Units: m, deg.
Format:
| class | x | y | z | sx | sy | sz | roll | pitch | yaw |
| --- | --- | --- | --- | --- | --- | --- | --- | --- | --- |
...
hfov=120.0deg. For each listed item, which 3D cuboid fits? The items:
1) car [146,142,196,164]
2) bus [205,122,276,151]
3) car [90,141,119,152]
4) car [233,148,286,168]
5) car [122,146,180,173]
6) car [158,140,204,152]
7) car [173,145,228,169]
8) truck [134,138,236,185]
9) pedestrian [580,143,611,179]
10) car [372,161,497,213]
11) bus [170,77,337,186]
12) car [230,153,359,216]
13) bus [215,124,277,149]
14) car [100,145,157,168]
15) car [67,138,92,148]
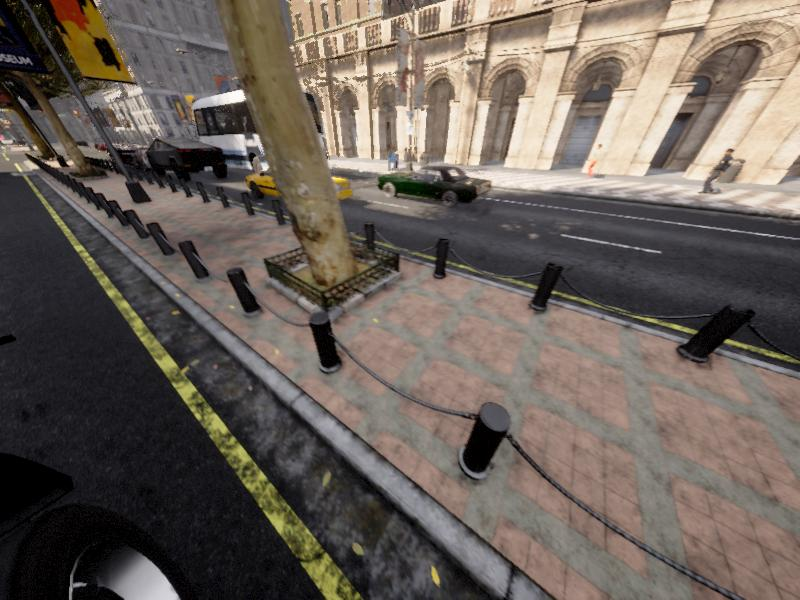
| class | x | y | z | sx | sy | sz | roll | pitch | yaw |
| --- | --- | --- | --- | --- | --- | --- | --- | --- | --- |
| car | -23.677 | -15.257 | 23.886 | 4.856 | 1.649 | 2.033 | 22 | 41 | 28 |
| bus | -31.483 | -32.763 | 46.351 | 3.944 | 4.253 | 10.273 | 22 | 41 | 28 |
| car | -49.040 | -25.482 | 38.358 | 4.181 | 1.385 | 1.994 | 22 | 41 | 28 |
| car | -12.846 | -12.996 | 21.065 | 4.718 | 1.301 | 1.895 | 22 | 41 | 28 |
| car | -19.369 | -10.999 | 17.978 | 3.633 | 1.501 | 1.845 | 22 | 41 | 28 |
| car | -37.614 | -26.591 | 39.855 | 1.801 | 1.575 | 5.366 | 24 | 42 | 30 |
| car | -17.834 | -12.820 | 20.605 | 4.892 | 1.490 | 1.837 | 22 | 41 | 28 |
| truck | -13.532 | -8.853 | 14.500 | 6.274 | 2.098 | 2.390 | 22 | 41 | 28 |
| pedestrian | 11.939 | -8.509 | 14.158 | 0.751 | 1.860 | 0.751 | 27 | 43 | 33 |
| car | 1.288 | -4.948 | 9.805 | 4.718 | 1.301 | 1.895 | 22 | 41 | 28 |
| bus | -9.415 | -10.433 | 14.900 | 10.273 | 4.253 | 3.944 | 21 | 40 | 28 |
| car | -4.355 | -4.899 | 9.442 | 5.366 | 1.575 | 1.801 | 23 | 41 | 27 |
| bus | -34.515 | -37.098 | 52.466 | 3.944 | 4.253 | 10.273 | 22 | 40 | 28 |
| car | -24.729 | -13.173 | 21.025 | 4.902 | 1.511 | 2.128 | 22 | 41 | 28 |
| car | -68.285 | -33.433 | 49.204 | 5.238 | 1.638 | 1.930 | 22 | 41 | 28 |
